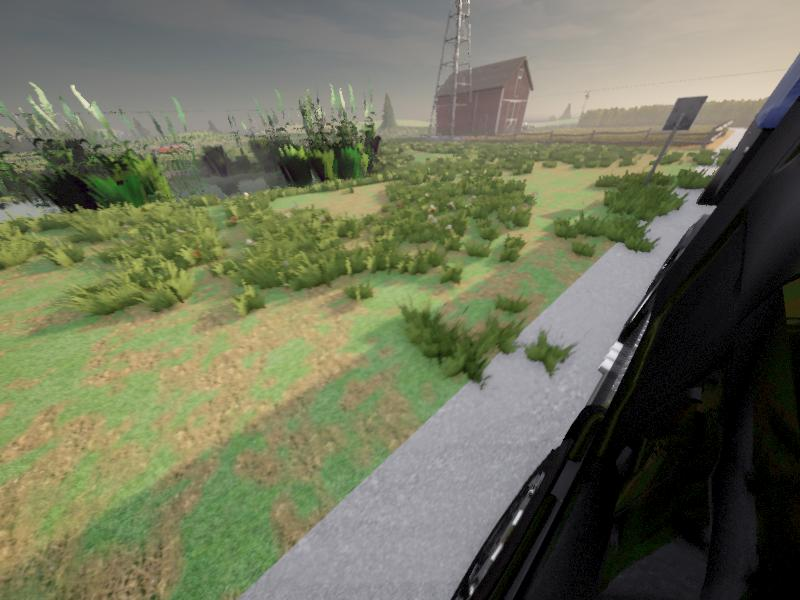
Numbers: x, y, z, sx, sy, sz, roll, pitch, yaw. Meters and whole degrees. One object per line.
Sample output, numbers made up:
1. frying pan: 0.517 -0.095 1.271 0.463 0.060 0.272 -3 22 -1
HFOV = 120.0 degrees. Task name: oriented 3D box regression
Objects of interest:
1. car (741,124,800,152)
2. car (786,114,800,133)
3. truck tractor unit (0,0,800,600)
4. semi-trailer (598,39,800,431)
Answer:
1. car: 25.916 -11.390 16.179 4.718 1.301 1.895 -29 44 -31
2. car: 46.286 -19.940 26.014 4.611 1.667 2.242 -28 44 -30
3. truck tractor unit: 2.645 -0.295 0.351 6.516 4.208 3.053 -28 44 -30
4. semi-trailer: 8.699 -3.601 4.232 14.254 4.402 2.717 -28 44 -30
